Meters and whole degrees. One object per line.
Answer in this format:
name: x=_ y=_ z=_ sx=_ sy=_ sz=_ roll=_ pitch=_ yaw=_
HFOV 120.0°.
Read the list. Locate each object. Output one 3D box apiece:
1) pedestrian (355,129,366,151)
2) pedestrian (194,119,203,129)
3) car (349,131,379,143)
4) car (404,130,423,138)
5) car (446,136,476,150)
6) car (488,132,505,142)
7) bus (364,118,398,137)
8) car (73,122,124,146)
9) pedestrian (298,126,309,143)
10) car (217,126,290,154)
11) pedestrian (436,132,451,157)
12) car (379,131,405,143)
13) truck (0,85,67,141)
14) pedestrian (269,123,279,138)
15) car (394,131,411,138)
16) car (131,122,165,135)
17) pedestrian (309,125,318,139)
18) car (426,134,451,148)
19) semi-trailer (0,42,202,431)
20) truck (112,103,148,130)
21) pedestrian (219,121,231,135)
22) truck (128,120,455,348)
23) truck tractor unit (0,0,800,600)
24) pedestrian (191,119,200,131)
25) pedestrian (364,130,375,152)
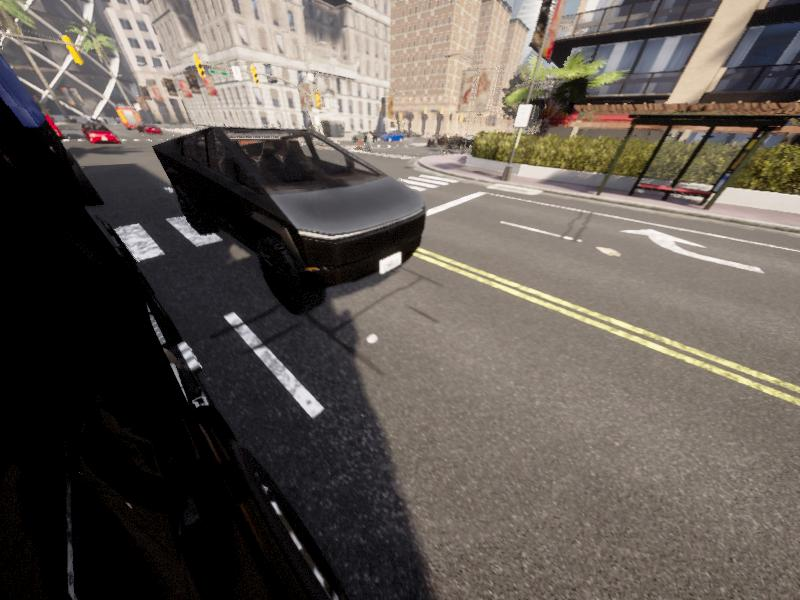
pedestrian: x=-4.216 y=-16.933 z=24.501 sx=0.751 sy=1.860 sz=0.751 roll=-30 pitch=47 yaw=-36
pedestrian: x=-49.361 y=-43.072 z=56.568 sx=0.751 sy=1.860 sz=0.751 roll=-10 pitch=39 yaw=-17
car: x=-5.708 y=-26.394 z=37.448 sx=1.837 sy=1.490 sz=4.892 roll=28 pitch=43 yaw=30
car: x=3.682 y=-46.543 z=64.921 sx=5.238 sy=1.638 sz=1.930 roll=27 pitch=43 yaw=30
car: x=8.668 y=-22.309 z=32.841 sx=1.837 sy=1.490 sz=4.892 roll=28 pitch=43 yaw=30
car: x=27.439 y=-46.370 z=65.798 sx=2.150 sy=2.045 sz=5.566 roll=28 pitch=43 yaw=30
bus: x=-5.768 y=-52.604 z=70.293 sx=10.273 sy=4.253 sz=3.944 roll=28 pitch=43 yaw=29
car: x=-27.314 y=-15.072 z=20.923 sx=4.514 sy=1.525 sz=2.007 roll=27 pitch=43 yaw=29
pedestrian: x=-13.215 y=-22.728 z=31.728 sx=0.751 sy=1.860 sz=0.751 roll=-29 pitch=47 yaw=-35
car: x=-12.143 y=-13.546 z=19.573 sx=4.553 sy=1.767 sz=2.097 roll=-7 pitch=38 yaw=-12
pedestrian: x=3.922 y=-13.962 z=20.755 sx=0.751 sy=1.860 sz=0.751 roll=-29 pitch=47 yaw=-35
car: x=-1.393 y=-29.411 z=41.721 sx=1.882 sy=1.535 sz=5.008 roll=27 pitch=43 yaw=29
truck: x=-36.762 y=-18.262 z=22.706 sx=8.468 sy=3.827 sz=2.891 roll=28 pitch=44 yaw=30
pedestrian: x=-19.805 y=-26.585 z=36.248 sx=0.751 sy=1.860 sz=0.751 roll=-20 pitch=42 yaw=-28
car: x=0.633 y=-45.374 z=63.265 sx=4.514 sy=1.525 sz=2.007 roll=27 pitch=43 yaw=29
car: x=-38.280 y=-26.006 z=35.056 sx=4.181 sy=1.385 sz=1.994 roll=22 pitch=41 yaw=24
pedestrian: x=-14.020 y=-27.328 z=37.594 sx=0.751 sy=1.860 sz=0.751 roll=20 pitch=40 yaw=22
car: x=5.662 y=-23.528 z=34.243 sx=1.789 sy=1.549 sz=3.705 roll=28 pitch=43 yaw=30
semi-trailer: x=-8.700 y=-3.596 z=4.238 sx=14.254 sy=4.402 sz=2.717 roll=28 pitch=44 yaw=30
truck: x=-52.867 y=-36.005 z=45.527 sx=2.891 sy=3.827 sz=8.468 roll=-25 pitch=45 yaw=-32
pedestrian: x=-29.349 y=-28.946 z=38.834 sx=0.751 sy=1.860 sz=0.751 roll=20 pitch=40 yaw=22
truck: x=-2.462 y=-2.070 z=4.512 sx=6.274 sy=2.098 sz=2.390 roll=29 pitch=44 yaw=30
truck tractor unit: x=-2.645 y=-0.295 z=0.351 sx=6.516 sy=4.208 sz=3.053 roll=28 pitch=44 yaw=30
pedestrian: x=-42.463 y=-36.332 z=47.946 sx=0.751 sy=1.860 sz=0.751 roll=-29 pitch=47 yaw=-35
pedestrian: x=-3.151 y=-16.662 z=24.203 sx=0.751 sy=1.860 sz=0.751 roll=31 pitch=45 yaw=32
